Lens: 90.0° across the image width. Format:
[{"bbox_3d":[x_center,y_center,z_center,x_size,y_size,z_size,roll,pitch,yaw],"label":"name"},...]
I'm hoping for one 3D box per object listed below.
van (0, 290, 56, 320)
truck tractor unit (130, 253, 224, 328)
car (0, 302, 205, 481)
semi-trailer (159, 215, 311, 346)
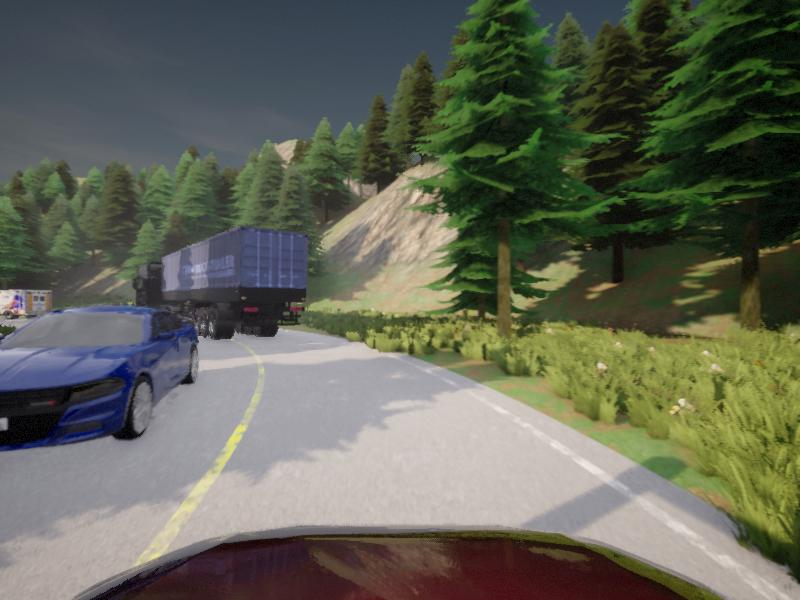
[{"bbox_3d":[-33.521,0.391,34.229,6.366,2.431,2.351,0,0,5],"label":"van"},{"bbox_3d":[-14.361,-0.519,25.569,6.516,4.208,3.053,0,0,39],"label":"truck tractor unit"},{"bbox_3d":[-4.337,0.824,5.904,1.882,1.535,5.008,0,0,-17],"label":"car"},{"bbox_3d":[-9.005,-0.627,19.779,2.717,4.402,14.254,1,-1,-40],"label":"semi-trailer"}]
